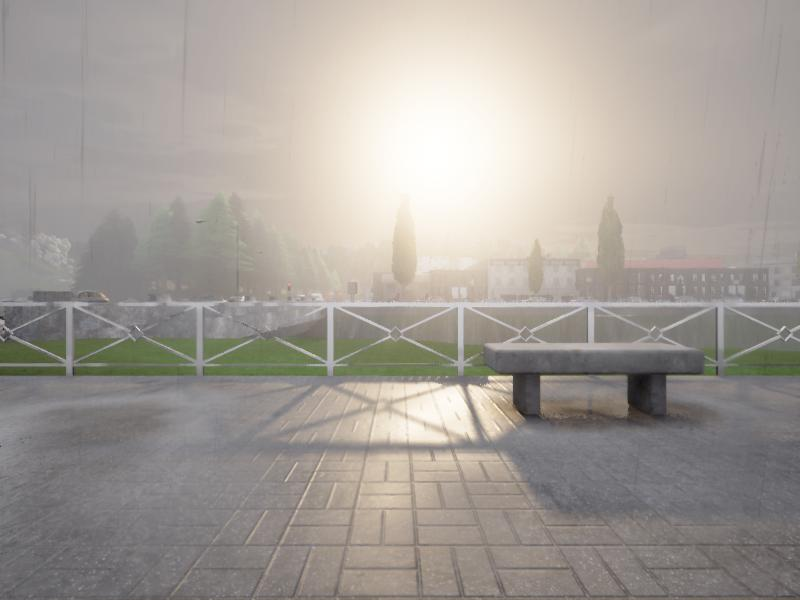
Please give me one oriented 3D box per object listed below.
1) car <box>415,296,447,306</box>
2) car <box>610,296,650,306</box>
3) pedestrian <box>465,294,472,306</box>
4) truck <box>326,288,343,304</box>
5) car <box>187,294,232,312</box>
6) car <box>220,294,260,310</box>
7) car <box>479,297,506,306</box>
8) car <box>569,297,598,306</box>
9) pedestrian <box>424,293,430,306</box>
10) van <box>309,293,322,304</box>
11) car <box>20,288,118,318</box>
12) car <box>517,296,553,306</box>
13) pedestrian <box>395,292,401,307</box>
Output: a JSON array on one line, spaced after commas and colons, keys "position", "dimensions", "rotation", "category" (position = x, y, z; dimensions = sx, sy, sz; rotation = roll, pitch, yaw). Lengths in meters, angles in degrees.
[{"position": [4.951, 0.181, 64.352], "dimensions": [5.027, 1.651, 2.152], "rotation": [0, 0, 0], "category": "car"}, {"position": [36.947, 0.171, 64.386], "dimensions": [5.238, 1.638, 1.930], "rotation": [0, 0, 0], "category": "car"}, {"position": [10.821, 0.037, 63.220], "dimensions": [0.751, 1.860, 0.751], "rotation": [0, 0, -15], "category": "pedestrian"}, {"position": [-16.302, -0.925, 99.803], "dimensions": [2.891, 3.827, 8.468], "rotation": [0, 0, 0], "category": "truck"}, {"position": [-16.275, 0.254, 34.404], "dimensions": [1.816, 1.474, 4.193], "rotation": [0, 0, 0], "category": "car"}, {"position": [-16.276, 0.226, 41.004], "dimensions": [2.038, 1.542, 4.974], "rotation": [0, 0, 0], "category": "car"}, {"position": [14.820, 0.253, 64.362], "dimensions": [3.806, 1.475, 1.970], "rotation": [0, 0, 0], "category": "car"}, {"position": [29.446, 0.266, 64.378], "dimensions": [3.806, 1.475, 1.970], "rotation": [0, 0, 0], "category": "car"}, {"position": [3.702, -0.067, 54.328], "dimensions": [0.751, 1.860, 0.751], "rotation": [0, 0, -4], "category": "pedestrian"}, {"position": [-20.310, -0.300, 96.692], "dimensions": [1.988, 2.561, 5.915], "rotation": [0, 0, 0], "category": "van"}, {"position": [-20.265, 0.178, 24.847], "dimensions": [2.033, 1.649, 4.856], "rotation": [0, 0, 0], "category": "car"}, {"position": [21.665, 0.171, 64.370], "dimensions": [5.238, 1.638, 1.930], "rotation": [0, 0, 0], "category": "car"}, {"position": [-0.245, -0.064, 51.598], "dimensions": [0.751, 1.860, 0.751], "rotation": [0, 0, 0], "category": "pedestrian"}]
